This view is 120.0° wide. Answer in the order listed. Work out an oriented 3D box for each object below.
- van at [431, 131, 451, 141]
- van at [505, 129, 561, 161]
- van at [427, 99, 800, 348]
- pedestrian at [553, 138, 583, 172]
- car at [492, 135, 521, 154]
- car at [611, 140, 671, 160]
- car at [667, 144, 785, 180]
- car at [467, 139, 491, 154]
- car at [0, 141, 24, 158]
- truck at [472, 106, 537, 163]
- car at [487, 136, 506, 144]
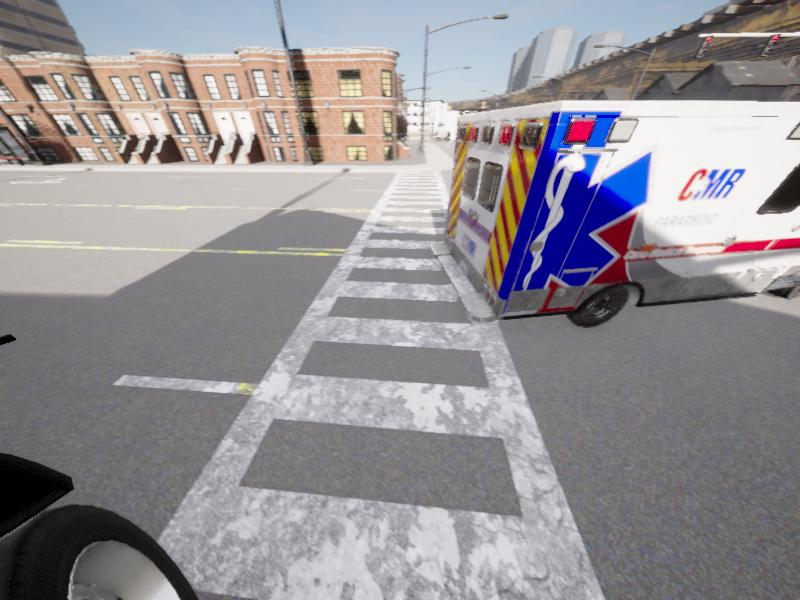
[{"bbox_3d":[13.016,-52.384,73.762,5.915,2.561,1.988,25,43,31],"label":"van"},{"bbox_3d":[13.201,-15.937,23.613,2.351,2.431,6.366,3,36,4],"label":"van"},{"bbox_3d":[3.868,-1.314,3.522,6.366,2.431,2.351,-5,37,-6],"label":"van"},{"bbox_3d":[11.266,-9.790,15.593,0.751,1.860,0.751,-9,37,-12],"label":"pedestrian"},{"bbox_3d":[13.761,-20.337,30.146,1.932,1.855,4.605,2,36,4],"label":"car"},{"bbox_3d":[23.580,-14.837,22.815,1.970,1.475,3.806,2,36,4],"label":"car"},{"bbox_3d":[19.227,-8.467,14.001,1.789,1.549,3.705,2,36,4],"label":"car"},{"bbox_3d":[10.249,-20.141,30.234,1.837,1.490,4.892,2,36,4],"label":"car"},{"bbox_3d":[-49.521,-17.626,27.165,1.930,1.638,5.238,2,36,4],"label":"car"},{"bbox_3d":[9.572,-16.043,22.604,2.891,3.827,8.468,2,36,4],"label":"truck"},{"bbox_3d":[22.549,-37.563,54.152,1.837,1.490,4.892,-4,36,-4],"label":"car"}]
